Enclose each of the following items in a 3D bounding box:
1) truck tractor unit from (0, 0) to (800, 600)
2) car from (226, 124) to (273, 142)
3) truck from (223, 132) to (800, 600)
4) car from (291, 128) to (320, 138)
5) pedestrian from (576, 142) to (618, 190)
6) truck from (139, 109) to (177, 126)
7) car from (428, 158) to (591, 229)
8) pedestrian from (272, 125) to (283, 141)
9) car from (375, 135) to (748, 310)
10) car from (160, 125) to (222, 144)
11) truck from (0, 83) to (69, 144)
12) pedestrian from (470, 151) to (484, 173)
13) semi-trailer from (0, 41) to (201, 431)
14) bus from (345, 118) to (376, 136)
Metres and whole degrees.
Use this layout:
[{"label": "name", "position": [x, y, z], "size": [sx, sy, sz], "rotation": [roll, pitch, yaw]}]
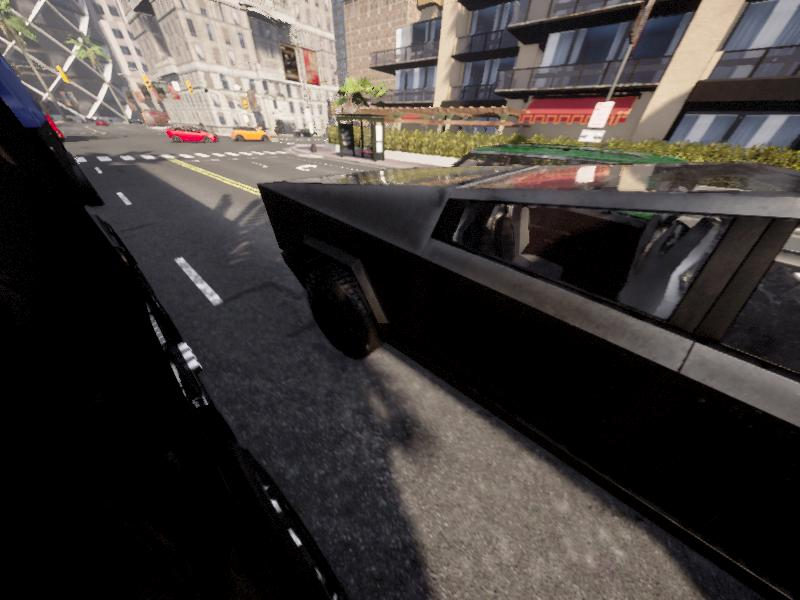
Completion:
[{"label": "truck tractor unit", "position": [-2.645, -0.295, 0.351], "size": [6.516, 4.208, 3.053], "rotation": [28, 44, 30]}, {"label": "car", "position": [-19.999, -22.271, 30.891], "size": [4.553, 1.767, 2.097], "rotation": [-26, 45, -33]}, {"label": "truck", "position": [1.509, 0.060, 1.928], "size": [6.274, 2.098, 2.390], "rotation": [28, 43, 30]}, {"label": "car", "position": [-18.807, -33.286, 46.044], "size": [1.837, 1.490, 4.892], "rotation": [28, 43, 30]}, {"label": "pedestrian", "position": [9.313, -6.362, 10.968], "size": [0.751, 1.860, 0.751], "rotation": [30, 45, 32]}, {"label": "truck", "position": [-73.748, -55.733, 70.847], "size": [2.891, 3.827, 8.468], "rotation": [-2, 37, -5]}, {"label": "car", "position": [3.537, -3.988, 8.179], "size": [4.718, 1.301, 1.895], "rotation": [28, 43, 30]}, {"label": "pedestrian", "position": [-17.704, -24.091, 33.389], "size": [0.751, 1.860, 0.751], "rotation": [30, 44, 31]}, {"label": "car", "position": [2.223, -2.258, 5.136], "size": [5.566, 2.045, 2.150], "rotation": [27, 43, 29]}, {"label": "car", "position": [-23.215, -18.541, 25.891], "size": [4.514, 1.525, 2.007], "rotation": [-9, 38, -16]}, {"label": "truck", "position": [-34.004, -16.787, 20.923], "size": [8.468, 3.827, 2.891], "rotation": [28, 43, 30]}, {"label": "pedestrian", "position": [4.643, -8.332, 13.965], "size": [0.500, 1.100, 0.500], "rotation": [21, 40, 23]}, {"label": "semi-trailer", "position": [-8.699, -3.590, 4.248], "size": [14.254, 4.402, 2.717], "rotation": [28, 43, 30]}, {"label": "bus", "position": [-12.781, -56.283, 75.069], "size": [10.273, 4.253, 3.944], "rotation": [27, 43, 29]}]
